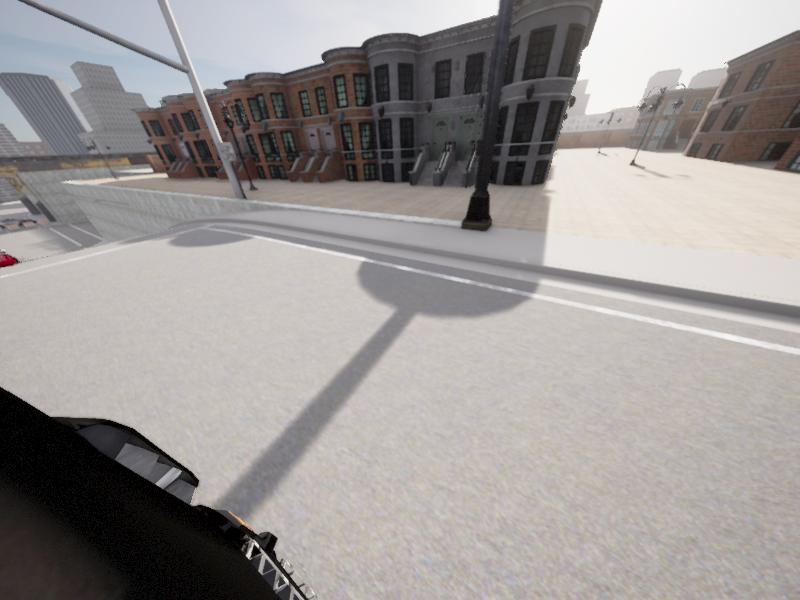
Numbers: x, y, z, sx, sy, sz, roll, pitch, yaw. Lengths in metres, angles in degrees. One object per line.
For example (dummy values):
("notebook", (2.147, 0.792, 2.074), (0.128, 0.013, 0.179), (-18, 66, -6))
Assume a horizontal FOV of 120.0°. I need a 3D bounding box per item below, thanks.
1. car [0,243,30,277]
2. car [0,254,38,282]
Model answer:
("car", (-20.891, -1.786, 11.522), (4.181, 1.385, 1.994), (4, 33, 34))
("car", (-38.798, -3.294, 23.140), (4.605, 1.855, 1.932), (9, 35, 31))
